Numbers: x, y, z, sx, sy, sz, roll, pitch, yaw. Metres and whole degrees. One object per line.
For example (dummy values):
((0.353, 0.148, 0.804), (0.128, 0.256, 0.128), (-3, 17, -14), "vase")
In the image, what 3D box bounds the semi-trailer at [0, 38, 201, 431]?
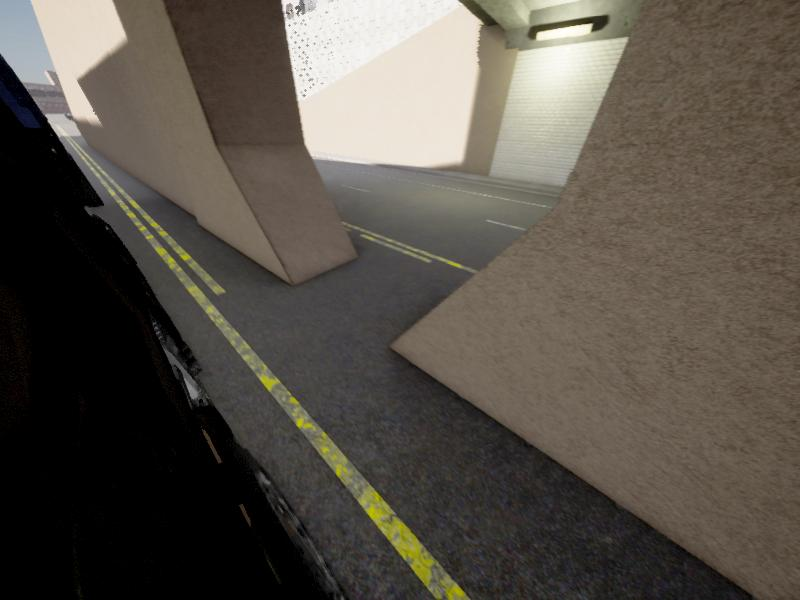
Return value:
((-8.703, -3.579, 4.256), (14.254, 4.402, 2.717), (28, 43, 30), "semi-trailer")

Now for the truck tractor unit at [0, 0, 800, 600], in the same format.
((-2.645, -0.295, 0.351), (6.516, 4.208, 3.053), (28, 44, 30), "truck tractor unit")
